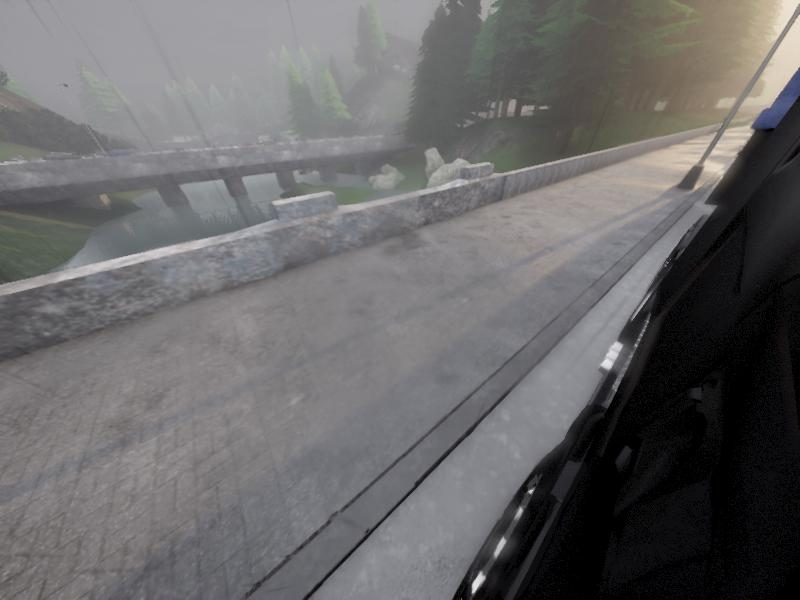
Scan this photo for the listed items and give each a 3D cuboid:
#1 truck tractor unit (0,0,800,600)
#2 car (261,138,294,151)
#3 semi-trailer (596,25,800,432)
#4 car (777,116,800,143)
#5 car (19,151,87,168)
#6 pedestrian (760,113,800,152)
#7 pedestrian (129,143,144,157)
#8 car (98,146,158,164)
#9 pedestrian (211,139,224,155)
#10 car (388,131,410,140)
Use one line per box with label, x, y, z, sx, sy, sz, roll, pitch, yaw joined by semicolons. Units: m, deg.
truck tractor unit;2.645;-0.295;0.352;6.516;4.208;3.053;-28;44;-30
car;-21.465;-27.406;40.586;4.514;1.525;2.007;-26;43;-28
semi-trailer;8.805;-3.537;4.109;14.254;4.402;2.717;-27;43;-28
car;31.534;-13.238;17.872;3.988;1.617;1.851;-27;43;-28
car;-45.410;-18.548;30.456;4.674;1.442;1.812;-26;43;-28
pedestrian;23.679;-10.216;14.118;0.751;1.860;0.751;-10;37;-10
pedestrian;-42.626;-24.270;37.362;0.751;1.860;0.751;-26;43;-28
car;-36.777;-19.837;31.505;5.008;1.535;1.882;-26;43;-28
pedestrian;-25.767;-21.666;32.706;0.751;1.860;0.751;-24;41;-25
car;-0.137;-37.935;53.233;4.892;1.490;1.837;-27;43;-28
